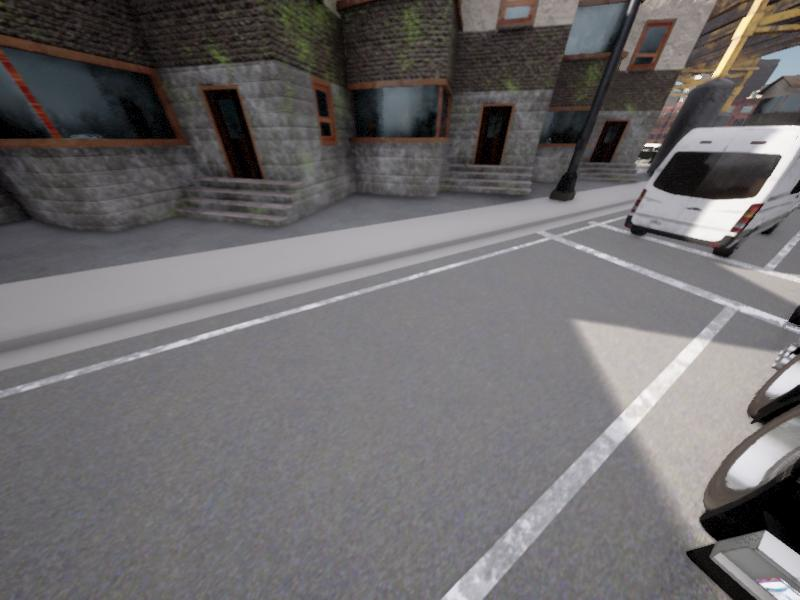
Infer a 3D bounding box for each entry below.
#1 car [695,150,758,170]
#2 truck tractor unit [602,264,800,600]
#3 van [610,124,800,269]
[{"bbox_3d":[33.701,-14.633,24.064,1.845,1.501,3.633,10,36,13],"label":"car"},{"bbox_3d":[5.111,-0.298,0.787,6.516,4.208,3.053,-18,39,-24],"label":"truck tractor unit"},{"bbox_3d":[9.043,-3.021,6.227,5.915,2.561,1.988,-16,38,-23],"label":"van"}]
